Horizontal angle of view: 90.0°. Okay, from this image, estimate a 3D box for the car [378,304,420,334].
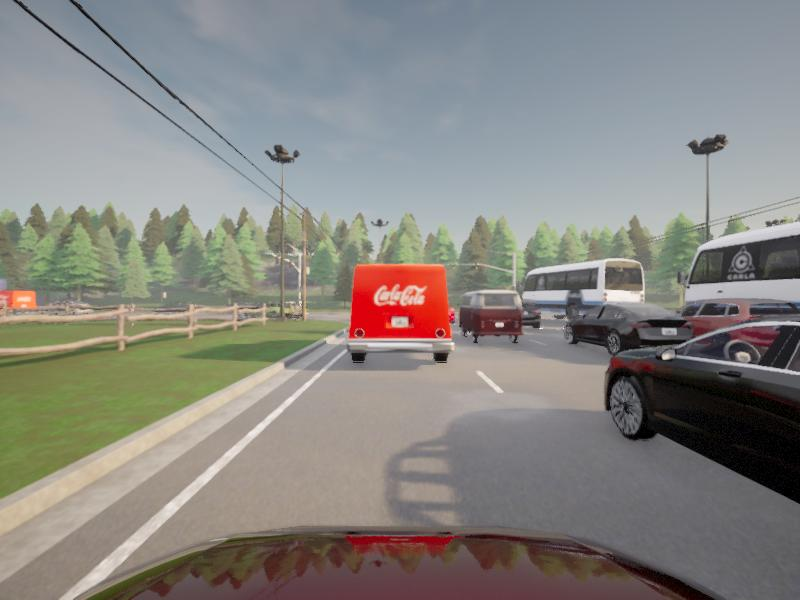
[{"bbox_3d":[-0.138,0.940,21.284,1.994,1.385,4.181,0,0,-3],"label":"car"}]

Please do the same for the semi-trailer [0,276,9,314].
[{"bbox_3d":[-52.712,-0.550,45.305,14.254,4.402,2.717,0,0,0],"label":"semi-trailer"}]

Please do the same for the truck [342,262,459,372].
[{"bbox_3d":[0.005,0.380,11.580,2.627,2.467,5.204,0,0,0],"label":"truck"}]

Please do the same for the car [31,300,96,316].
[{"bbox_3d":[-34.956,0.844,41.658,5.027,1.651,2.152,0,0,1],"label":"car"}]

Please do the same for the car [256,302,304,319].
[{"bbox_3d":[-11.060,0.910,36.921,3.806,1.475,1.970,0,0,13],"label":"car"}]

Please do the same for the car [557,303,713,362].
[{"bbox_3d":[7.006,0.871,12.737,2.163,1.488,4.792,0,0,0],"label":"car"}]

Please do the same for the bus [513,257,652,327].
[{"bbox_3d":[12.768,-0.488,29.765,3.944,4.253,10.273,2,0,-12],"label":"bus"}]

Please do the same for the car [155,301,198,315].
[{"bbox_3d":[-24.699,0.882,44.347,3.705,1.549,1.789,0,0,-7],"label":"car"}]

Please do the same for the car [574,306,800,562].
[{"bbox_3d":[3.500,0.841,3.143,2.128,1.511,4.902,0,0,0],"label":"car"}]

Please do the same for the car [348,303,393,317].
[{"bbox_3d":[-3.095,0.971,41.555,4.181,1.385,1.994,0,0,25],"label":"car"}]

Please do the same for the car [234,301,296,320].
[{"bbox_3d":[-11.273,0.880,33.507,4.514,1.525,2.007,0,0,14],"label":"car"}]

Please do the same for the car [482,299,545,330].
[{"bbox_3d":[6.683,0.795,24.179,2.242,1.667,4.611,0,0,-4],"label":"car"}]

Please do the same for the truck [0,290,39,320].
[{"bbox_3d":[-35.061,0.409,34.655,5.204,2.467,2.627,0,0,1],"label":"truck"}]

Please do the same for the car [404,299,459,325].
[{"bbox_3d":[2.096,0.800,28.381,2.242,1.667,4.611,0,0,-19],"label":"car"}]

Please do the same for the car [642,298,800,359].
[{"bbox_3d":[10.487,0.777,13.157,2.242,1.667,4.611,0,0,0],"label":"car"}]

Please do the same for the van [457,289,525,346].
[{"bbox_3d":[3.506,0.621,16.251,1.775,1.987,4.442,0,0,0],"label":"van"}]

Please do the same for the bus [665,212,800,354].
[{"bbox_3d":[13.971,-0.514,12.851,3.944,4.253,10.273,0,0,-1],"label":"bus"}]
